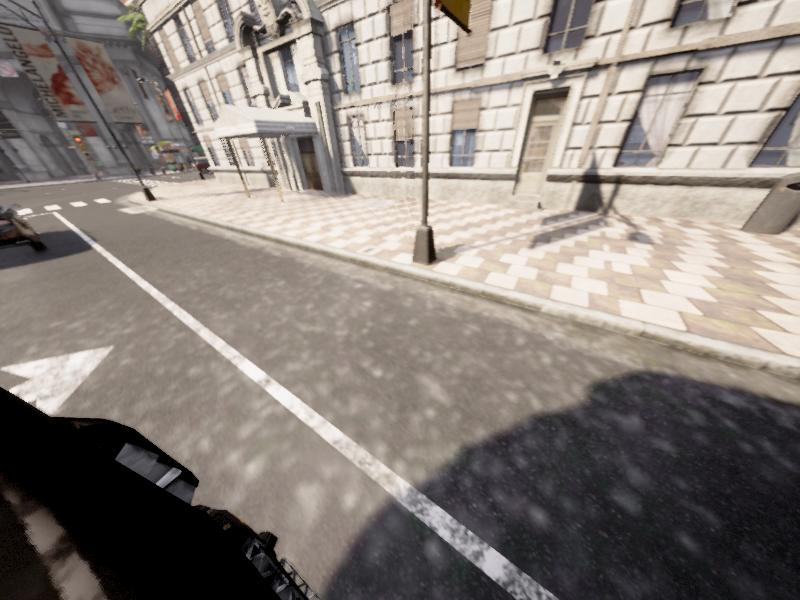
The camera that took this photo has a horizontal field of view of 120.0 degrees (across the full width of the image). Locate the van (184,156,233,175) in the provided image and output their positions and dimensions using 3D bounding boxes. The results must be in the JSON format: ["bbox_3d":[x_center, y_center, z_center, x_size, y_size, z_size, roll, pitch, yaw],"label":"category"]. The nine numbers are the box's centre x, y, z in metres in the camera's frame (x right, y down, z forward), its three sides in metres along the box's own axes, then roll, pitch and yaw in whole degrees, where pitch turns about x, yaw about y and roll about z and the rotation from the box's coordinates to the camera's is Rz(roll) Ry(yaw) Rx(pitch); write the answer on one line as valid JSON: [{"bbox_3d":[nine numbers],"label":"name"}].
[{"bbox_3d":[-26.327,-18.642,31.971,1.775,1.987,4.442,19,39,29],"label":"van"}]

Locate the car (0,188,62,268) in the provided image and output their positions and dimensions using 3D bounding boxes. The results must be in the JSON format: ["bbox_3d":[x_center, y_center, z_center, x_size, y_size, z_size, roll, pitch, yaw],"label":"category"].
[{"bbox_3d":[-12.400,-2.120,6.675,4.902,1.511,2.128,18,39,28],"label":"car"}]
